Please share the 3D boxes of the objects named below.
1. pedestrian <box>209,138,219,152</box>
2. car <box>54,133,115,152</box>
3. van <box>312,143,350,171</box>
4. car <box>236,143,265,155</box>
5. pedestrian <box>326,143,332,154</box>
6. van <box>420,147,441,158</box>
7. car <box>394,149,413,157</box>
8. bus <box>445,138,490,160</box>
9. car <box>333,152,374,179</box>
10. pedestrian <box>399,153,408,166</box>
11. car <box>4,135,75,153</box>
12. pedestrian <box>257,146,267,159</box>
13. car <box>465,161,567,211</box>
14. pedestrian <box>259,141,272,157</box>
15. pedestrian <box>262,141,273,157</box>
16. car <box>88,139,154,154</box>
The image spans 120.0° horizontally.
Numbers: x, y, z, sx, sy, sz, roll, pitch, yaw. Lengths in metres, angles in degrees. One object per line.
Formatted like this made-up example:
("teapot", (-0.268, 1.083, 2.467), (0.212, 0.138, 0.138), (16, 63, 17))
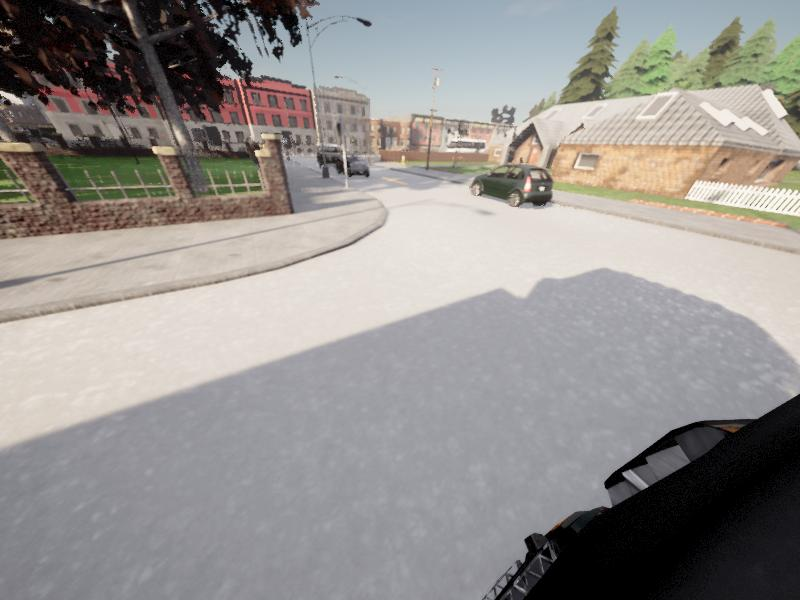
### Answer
("pedestrian", (-31.762, -26.446, 39.416), (0.751, 1.860, 0.751), (-21, 40, -31))
("car", (-41.029, -20.540, 30.219), (3.866, 1.878, 1.905), (-16, 38, -25))
("van", (-6.624, -13.670, 22.006), (2.069, 2.038, 4.480), (-16, 38, -25))
("car", (-24.510, -24.868, 38.049), (3.633, 1.501, 1.845), (-11, 36, -19))
("pedestrian", (-14.547, -30.959, 47.239), (0.751, 1.860, 0.751), (-19, 39, -28))
("van", (6.963, -34.063, 53.349), (4.442, 1.987, 1.775), (-16, 38, -25))
("car", (0.790, -32.140, 50.499), (3.633, 1.501, 1.845), (-16, 38, -25))
("bus", (16.667, -37.447, 57.364), (10.273, 4.253, 3.944), (-16, 38, -25))
("car", (-3.621, -10.348, 17.697), (1.845, 1.501, 3.633), (-16, 38, -25))
("pedestrian", (0.387, -16.569, 27.211), (0.751, 1.300, 0.751), (-12, 36, -20))
("car", (-41.061, -17.846, 26.500), (3.705, 1.549, 1.789), (-16, 38, -25))
("pedestrian", (-17.279, -18.411, 28.845), (0.751, 1.300, 0.751), (-16, 38, -25))
("car", (5.262, -5.657, 11.188), (1.851, 1.617, 3.988), (-11, 36, -19))
("pedestrian", (-18.385, -20.651, 31.615), (0.751, 1.860, 0.751), (12, 35, 14))
("pedestrian", (-18.400, -21.005, 32.142), (0.751, 1.860, 0.751), (-2, 34, -6))
("car", (-35.183, -19.471, 29.351), (4.892, 1.490, 1.837), (-16, 38, -26))
